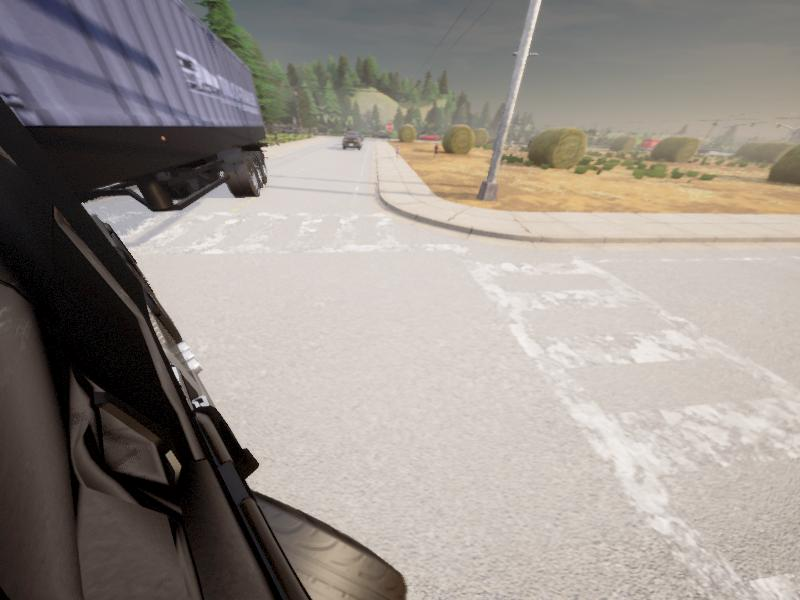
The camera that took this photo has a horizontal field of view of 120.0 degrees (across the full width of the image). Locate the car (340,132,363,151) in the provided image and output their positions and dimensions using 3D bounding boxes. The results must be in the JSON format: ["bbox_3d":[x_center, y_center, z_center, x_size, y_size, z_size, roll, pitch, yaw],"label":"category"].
[{"bbox_3d":[-5.464,-18.296,26.626,2.038,1.542,4.974,-1,37,-5],"label":"car"}]

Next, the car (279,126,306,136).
[{"bbox_3d":[-22.300,-35.036,47.944,4.514,1.525,2.007,2,37,-2],"label":"car"}]

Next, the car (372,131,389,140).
[{"bbox_3d":[-4.327,-37.001,51.808,3.806,1.475,1.970,0,37,-3],"label":"car"}]

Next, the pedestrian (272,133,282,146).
[{"bbox_3d":[-12.950,-16.970,24.418,0.500,1.100,0.500,6,37,4],"label":"pedestrian"}]

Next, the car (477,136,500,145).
[{"bbox_3d":[19.260,-34.724,50.298,4.193,1.474,1.816,0,37,-3],"label":"car"}]

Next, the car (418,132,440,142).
[{"bbox_3d":[6.527,-36.936,52.389,4.514,1.525,2.007,0,37,-3],"label":"car"}]

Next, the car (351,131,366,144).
[{"bbox_3d":[-6.665,-26.491,37.555,2.007,1.525,4.514,-1,37,-5],"label":"car"}]

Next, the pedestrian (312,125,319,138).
[{"bbox_3d":[-15.603,-31.109,42.594,0.751,1.860,0.751,-17,41,-25],"label":"pedestrian"}]

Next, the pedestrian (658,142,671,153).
[{"bbox_3d":[54.034,-31.161,47.180,0.751,1.860,0.751,11,37,10],"label":"pedestrian"}]

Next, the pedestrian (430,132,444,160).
[{"bbox_3d":[3.016,-12.638,18.982,0.751,1.860,0.751,18,39,19],"label":"pedestrian"}]

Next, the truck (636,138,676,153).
[{"bbox_3d":[57.652,-34.821,52.114,5.204,2.467,2.627,0,37,-3],"label":"truck"}]

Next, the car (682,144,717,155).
[{"bbox_3d":[68.512,-34.460,52.917,4.553,1.767,2.097,0,37,-3],"label":"car"}]

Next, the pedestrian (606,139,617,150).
[{"bbox_3d":[43.161,-31.684,47.167,0.751,1.860,0.751,-2,37,-7],"label":"pedestrian"}]

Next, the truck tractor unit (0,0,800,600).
[{"bbox_3d":[-2.645,-0.295,0.351,6.516,4.208,3.053,28,44,30],"label":"truck tractor unit"}]

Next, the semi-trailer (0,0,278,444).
[{"bbox_3d":[-5.905,-4.621,5.802,2.717,4.402,14.254,-9,38,-15],"label":"semi-trailer"}]

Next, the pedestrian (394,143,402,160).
[{"bbox_3d":[-0.140,-11.561,17.996,0.500,1.100,0.500,12,38,12],"label":"pedestrian"}]

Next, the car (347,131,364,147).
[{"bbox_3d":[-6.055,-22.355,32.032,1.882,1.535,5.008,-1,37,-5],"label":"car"}]
